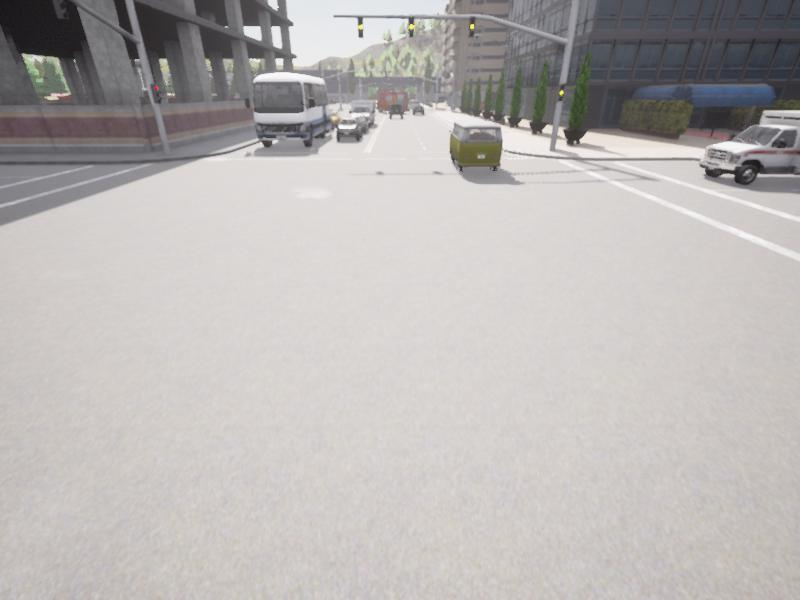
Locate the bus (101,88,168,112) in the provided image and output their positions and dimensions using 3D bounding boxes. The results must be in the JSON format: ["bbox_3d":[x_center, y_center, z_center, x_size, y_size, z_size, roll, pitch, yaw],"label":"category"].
[{"bbox_3d":[-54.592,-41.344,82.561,10.273,4.253,3.944,0,27,-1],"label":"bus"}]

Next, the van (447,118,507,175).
[{"bbox_3d":[3.337,-7.144,18.324,1.775,1.987,4.442,0,27,0],"label":"van"}]

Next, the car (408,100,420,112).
[{"bbox_3d":[2.765,-38.383,79.017,2.150,2.045,5.566,0,27,0],"label":"car"}]

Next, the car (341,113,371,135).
[{"bbox_3d":[-3.823,-15.764,35.647,2.128,1.511,4.902,0,27,0],"label":"car"}]

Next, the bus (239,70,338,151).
[{"bbox_3d":[-7.142,-13.392,28.058,3.944,4.253,10.273,0,27,0],"label":"bus"}]

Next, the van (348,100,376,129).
[{"bbox_3d":[-3.892,-19.648,42.199,2.351,2.431,6.366,0,27,0],"label":"van"}]

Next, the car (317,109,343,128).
[{"bbox_3d":[-7.394,-19.495,42.848,1.801,1.575,5.366,0,27,0],"label":"car"}]

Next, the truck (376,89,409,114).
[{"bbox_3d":[-1.408,-35.116,70.716,2.891,3.827,8.468,-10,29,-19],"label":"truck"}]

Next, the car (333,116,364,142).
[{"bbox_3d":[-3.771,-12.843,29.922,1.789,1.549,3.705,0,27,0],"label":"car"}]

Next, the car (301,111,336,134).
[{"bbox_3d":[-7.334,-16.297,36.531,2.242,1.667,4.611,0,27,-1],"label":"car"}]

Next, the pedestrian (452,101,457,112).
[{"bbox_3d":[10.210,-36.373,75.086,0.751,1.860,0.751,-1,27,-1],"label":"pedestrian"}]

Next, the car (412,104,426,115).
[{"bbox_3d":[3.221,-32.022,67.204,2.007,1.525,4.514,2,27,4],"label":"car"}]

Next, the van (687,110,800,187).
[{"bbox_3d":[15.146,-5.768,15.098,6.366,2.431,2.351,-1,27,-1],"label":"van"}]

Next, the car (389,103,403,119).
[{"bbox_3d":[-0.529,-27.096,57.246,1.905,1.878,3.866,0,27,0],"label":"car"}]
